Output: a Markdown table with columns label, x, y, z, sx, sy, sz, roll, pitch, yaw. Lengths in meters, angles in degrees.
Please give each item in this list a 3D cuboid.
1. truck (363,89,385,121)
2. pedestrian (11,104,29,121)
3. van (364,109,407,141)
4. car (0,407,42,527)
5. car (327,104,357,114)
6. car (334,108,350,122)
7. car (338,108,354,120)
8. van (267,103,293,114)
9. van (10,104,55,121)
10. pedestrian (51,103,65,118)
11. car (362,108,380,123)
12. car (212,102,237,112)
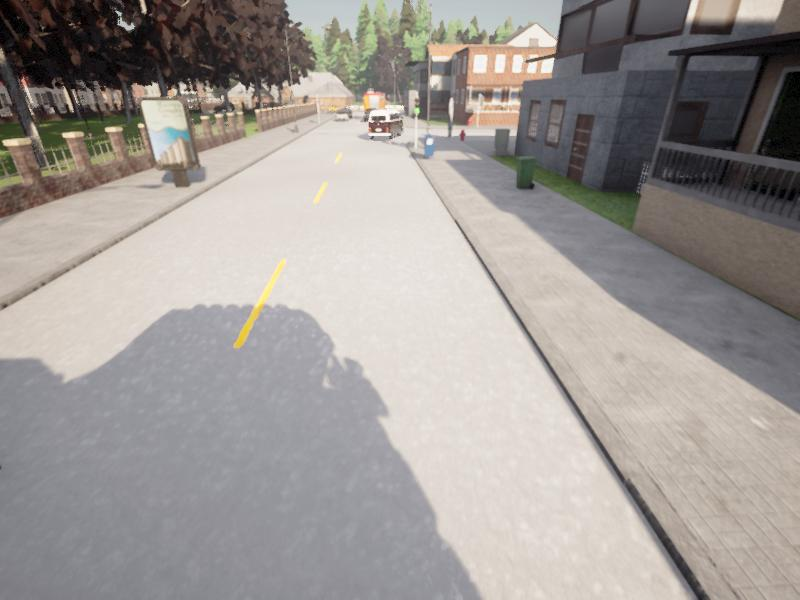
| label | x | y | z | sx | sy | sz | roll | pitch | yaw |
| --- | --- | --- | --- | --- | --- | --- | --- | --- | --- |
| truck | -3.684 | -27.967 | 57.152 | 2.891 | 3.827 | 8.468 | -2 | 27 | -3 |
| pedestrian | -47.851 | -23.614 | 50.400 | 0.751 | 1.860 | 0.751 | -1 | 27 | -3 |
| van | -1.025 | -13.820 | 31.456 | 2.069 | 2.038 | 4.480 | 6 | 28 | 14 |
| car | -3.977 | 1.760 | 1.537 | 1.845 | 1.501 | 3.633 | -2 | 27 | -3 |
| car | -11.110 | -36.506 | 76.295 | 5.366 | 1.575 | 1.801 | 11 | 30 | 21 |
| car | -7.529 | -24.148 | 52.194 | 1.845 | 1.501 | 3.633 | -2 | 27 | -5 |
| car | -7.817 | -27.141 | 58.194 | 2.033 | 1.411 | 5.357 | -2 | 27 | -4 |
| van | -23.063 | -36.861 | 76.994 | 4.442 | 1.987 | 1.775 | -1 | 27 | -3 |
| van | -53.133 | -27.199 | 57.972 | 2.069 | 2.038 | 4.480 | -2 | 27 | -3 |
| pedestrian | -48.247 | -26.707 | 56.448 | 0.751 | 1.860 | 0.751 | -1 | 27 | -3 |
| car | -3.626 | -23.380 | 50.617 | 1.851 | 1.617 | 3.988 | 0 | 27 | 0 |
| car | -34.876 | -38.417 | 79.590 | 3.866 | 1.878 | 1.905 | -1 | 27 | -3 |
